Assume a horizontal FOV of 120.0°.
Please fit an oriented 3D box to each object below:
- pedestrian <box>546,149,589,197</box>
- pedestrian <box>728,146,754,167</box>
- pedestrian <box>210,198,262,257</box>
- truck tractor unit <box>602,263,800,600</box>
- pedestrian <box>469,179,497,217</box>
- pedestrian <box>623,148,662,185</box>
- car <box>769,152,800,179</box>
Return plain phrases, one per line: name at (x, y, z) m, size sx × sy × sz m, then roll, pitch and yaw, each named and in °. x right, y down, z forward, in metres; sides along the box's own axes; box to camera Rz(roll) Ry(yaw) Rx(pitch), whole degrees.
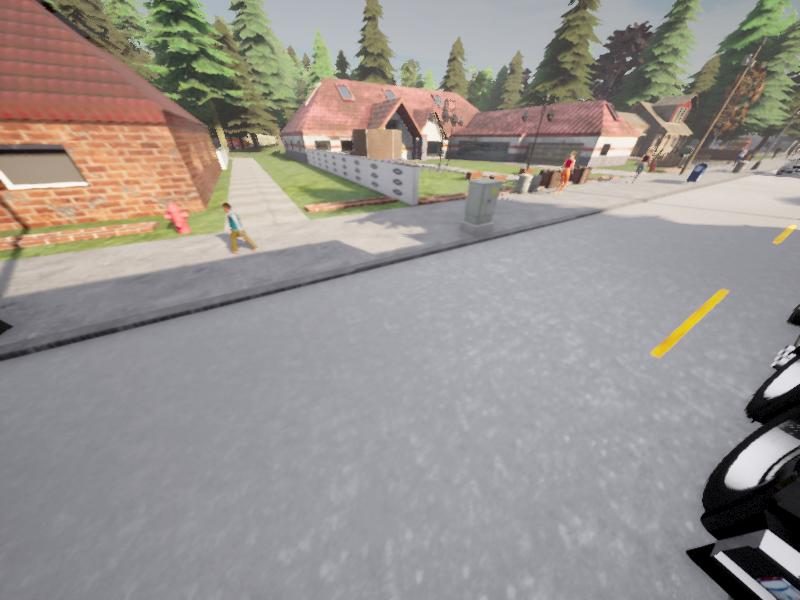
pedestrian at (7.699, -5.862, 10.699) m, size 0.751 × 1.860 × 0.751 m, roll -13°, pitch 37°, yaw -18°
pedestrian at (36.635, -15.438, 24.819) m, size 0.751 × 1.860 × 0.751 m, roll -21°, pitch 40°, yaw -28°
pedestrian at (-3.552, -1.588, 5.081) m, size 0.500 × 1.100 × 0.500 m, roll -9°, pitch 36°, yaw -13°
truck tractor unit at (5.117, -0.292, 0.790) m, size 6.516 × 4.208 × 3.053 m, roll -18°, pitch 39°, yaw -24°
pedestrian at (2.812, -3.475, 7.871) m, size 0.500 × 1.100 × 0.500 m, roll -9°, pitch 36°, yaw -14°
pedestrian at (14.712, -8.126, 14.039) m, size 0.751 × 1.860 × 0.751 m, roll -19°, pitch 39°, yaw -26°
car at (33.061, -10.797, 18.490) m, size 4.611 × 1.667 × 2.242 m, roll -13°, pitch 37°, yaw -18°
